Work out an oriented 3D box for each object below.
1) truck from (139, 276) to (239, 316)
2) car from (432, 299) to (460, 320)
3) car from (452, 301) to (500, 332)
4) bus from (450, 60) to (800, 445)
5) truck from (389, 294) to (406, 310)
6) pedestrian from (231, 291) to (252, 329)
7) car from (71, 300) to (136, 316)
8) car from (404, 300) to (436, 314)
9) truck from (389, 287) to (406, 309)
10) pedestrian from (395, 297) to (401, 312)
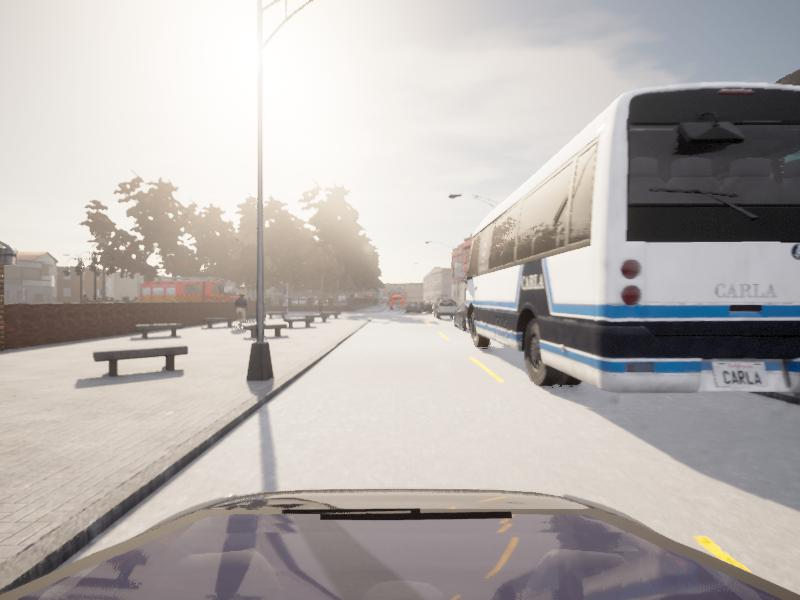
[{"bbox_3d":[-20.832,-0.368,39.847,8.468,3.827,2.891,0,0,0],"label":"truck"},{"bbox_3d":[3.817,0.748,33.577,1.851,1.617,3.988,0,0,0],"label":"car"},{"bbox_3d":[3.895,0.802,21.170,1.845,1.501,3.633,0,0,0],"label":"car"},{"bbox_3d":[3.838,-0.544,9.557,3.944,4.253,10.273,0,0,0],"label":"bus"},{"bbox_3d":[-0.396,0.281,63.862,2.627,2.467,5.204,0,0,-1],"label":"truck"},{"bbox_3d":[-7.933,0.508,20.015,0.751,1.860,0.751,0,0,0],"label":"pedestrian"},{"bbox_3d":[-29.442,0.788,39.804,4.902,1.511,2.128,0,0,0],"label":"car"},{"bbox_3d":[2.316,0.799,45.563,1.970,1.475,3.806,0,0,32],"label":"car"},{"bbox_3d":[-0.450,-0.407,73.022,2.891,3.827,8.468,0,0,0],"label":"truck"},{"bbox_3d":[-0.212,0.576,51.982,0.751,1.860,0.751,0,0,-2],"label":"pedestrian"}]
